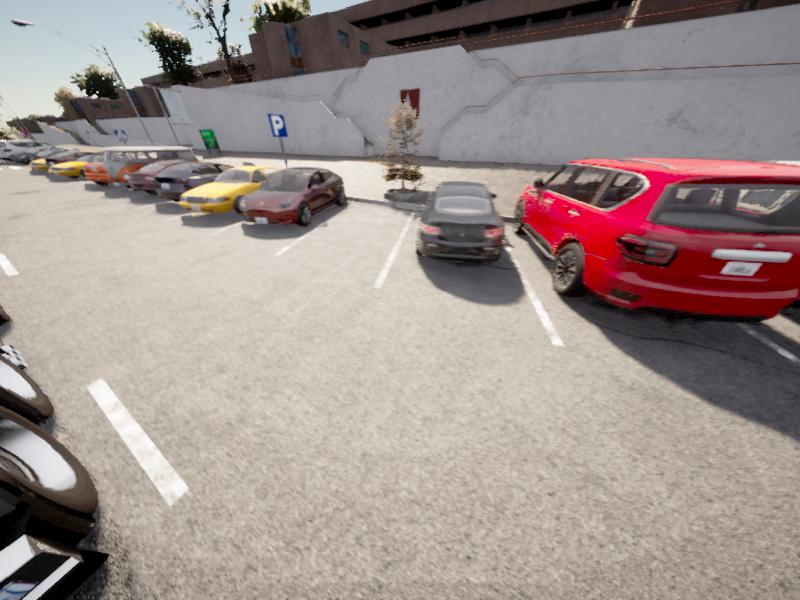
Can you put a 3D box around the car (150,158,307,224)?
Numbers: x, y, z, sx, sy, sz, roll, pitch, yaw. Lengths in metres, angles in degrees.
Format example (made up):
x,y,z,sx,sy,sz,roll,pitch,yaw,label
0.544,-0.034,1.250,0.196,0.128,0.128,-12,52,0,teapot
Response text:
x,y,z,sx,sy,sz,roll,pitch,yaw,label
-6.264,-4.792,9.598,1.946,1.575,5.366,6,35,8,car

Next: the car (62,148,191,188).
x,y,z,sx,sy,sz,roll,pitch,yaw,label
-16.581,-8.421,14.543,2.185,1.767,4.553,6,35,8,car

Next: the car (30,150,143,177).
x,y,z,sx,sy,sz,roll,pitch,yaw,label
-24.321,-10.939,18.320,2.163,1.488,4.792,6,35,8,car

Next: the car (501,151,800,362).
x,y,z,sx,sy,sz,roll,pitch,yaw,label
4.098,-1.736,4.706,2.435,2.045,5.566,5,34,8,car

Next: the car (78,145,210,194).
x,y,z,sx,sy,sz,roll,pitch,yaw,label
-13.999,-7.586,13.196,1.878,1.987,4.442,6,35,8,car

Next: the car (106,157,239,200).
x,y,z,sx,sy,sz,roll,pitch,yaw,label
-11.411,-6.571,12.220,2.002,1.452,4.674,6,35,8,car

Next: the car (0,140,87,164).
x,y,z,sx,sy,sz,roll,pitch,yaw,label
-39.810,-16.370,25.457,2.435,2.045,5.566,6,35,8,car

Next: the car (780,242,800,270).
x,y,z,sx,sy,sz,roll,pitch,yaw,label
9.263,-0.030,2.182,2.435,2.045,5.566,6,35,8,car

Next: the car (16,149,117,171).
x,y,z,sx,sy,sz,roll,pitch,yaw,label
-29.490,-12.653,20.726,2.002,1.452,4.674,6,35,8,car

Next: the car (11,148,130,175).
x,y,z,sx,sy,sz,roll,pitch,yaw,label
-26.935,-11.718,19.339,1.946,1.575,5.366,6,35,8,car

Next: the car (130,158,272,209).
x,y,z,sx,sy,sz,roll,pitch,yaw,label
-8.822,-5.738,11.021,2.163,1.488,4.792,6,35,8,car

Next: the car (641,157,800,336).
x,y,z,sx,sy,sz,roll,pitch,yaw,label
6.665,-0.796,3.362,1.878,1.987,4.442,6,35,8,car

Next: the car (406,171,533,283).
x,y,z,sx,sy,sz,roll,pitch,yaw,label
1.511,-2.318,6.078,2.002,1.452,4.674,5,35,8,car

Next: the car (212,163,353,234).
x,y,z,sx,sy,sz,roll,pitch,yaw,label
-3.658,-4.000,8.515,2.163,1.488,4.792,6,35,8,car

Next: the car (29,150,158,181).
x,y,z,sx,sy,sz,roll,pitch,yaw,label
-21.770,-9.973,16.914,1.946,1.575,5.366,7,35,8,car

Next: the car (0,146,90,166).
x,y,z,sx,sy,sz,roll,pitch,yaw,label
-37.222,-15.286,24.361,2.231,1.521,4.892,6,35,8,car

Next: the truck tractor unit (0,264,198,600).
x,y,z,sx,sy,sz,roll,pitch,yaw,label
-5.123,-0.287,0.780,6.516,4.208,3.053,18,39,24,truck tractor unit
